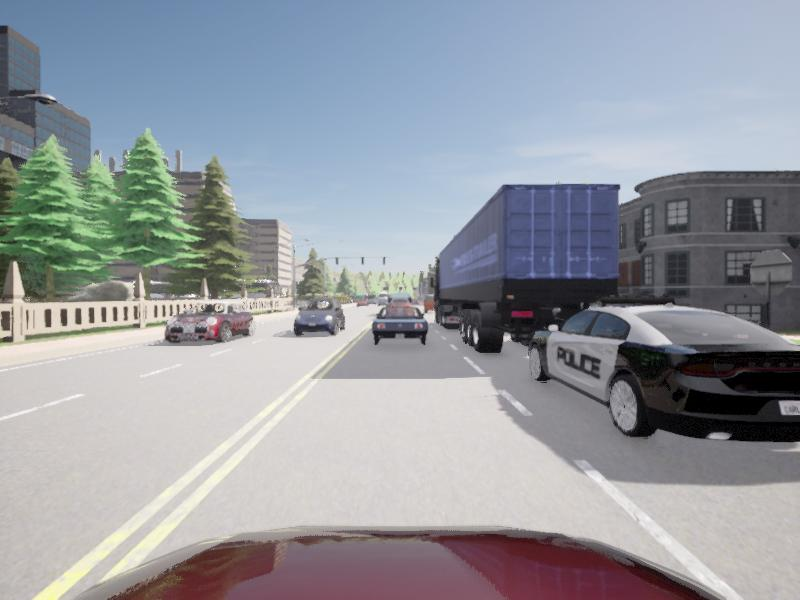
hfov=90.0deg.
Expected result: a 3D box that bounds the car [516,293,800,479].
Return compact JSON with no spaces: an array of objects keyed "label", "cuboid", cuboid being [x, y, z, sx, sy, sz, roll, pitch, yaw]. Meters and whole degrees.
[{"label":"car","cuboid":[3.503,0.745,6.147,1.930,1.638,5.238,0,0,0]}]

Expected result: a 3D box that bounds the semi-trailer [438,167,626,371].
[{"label":"semi-trailer","cuboid":[3.511,-0.684,15.760,2.717,4.402,14.254,0,0,0]}]

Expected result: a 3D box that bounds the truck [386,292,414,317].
[{"label":"truck","cuboid":[0.003,0.379,37.967,2.390,2.098,6.274,0,0,0]}]

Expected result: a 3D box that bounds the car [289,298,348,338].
[{"label":"car","cuboid":[-3.500,0.711,17.942,1.851,1.617,3.988,0,0,0]}]

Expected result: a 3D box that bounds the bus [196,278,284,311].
[{"label":"bus","cuboid":[-21.290,-0.766,53.823,10.273,4.253,3.944,0,0,0]}]

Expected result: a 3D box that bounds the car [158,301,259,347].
[{"label":"car","cuboid":[-6.997,0.788,15.087,1.970,1.475,3.806,0,0,0]}]

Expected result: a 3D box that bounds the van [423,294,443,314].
[{"label":"van","cuboid":[3.510,0.412,43.320,1.775,1.987,4.442,0,0,0]}]

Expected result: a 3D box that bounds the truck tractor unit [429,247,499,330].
[{"label":"truck tractor unit","cuboid":[3.502,-0.619,23.673,3.053,4.208,6.516,0,1,0]}]

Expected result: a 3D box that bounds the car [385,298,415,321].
[{"label":"car","cuboid":[0.003,0.649,30.477,2.152,1.651,5.027,0,0,0]}]

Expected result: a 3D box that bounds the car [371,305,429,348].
[{"label":"car","cuboid":[0.002,0.878,15.264,1.895,1.301,4.718,0,0,0]}]
